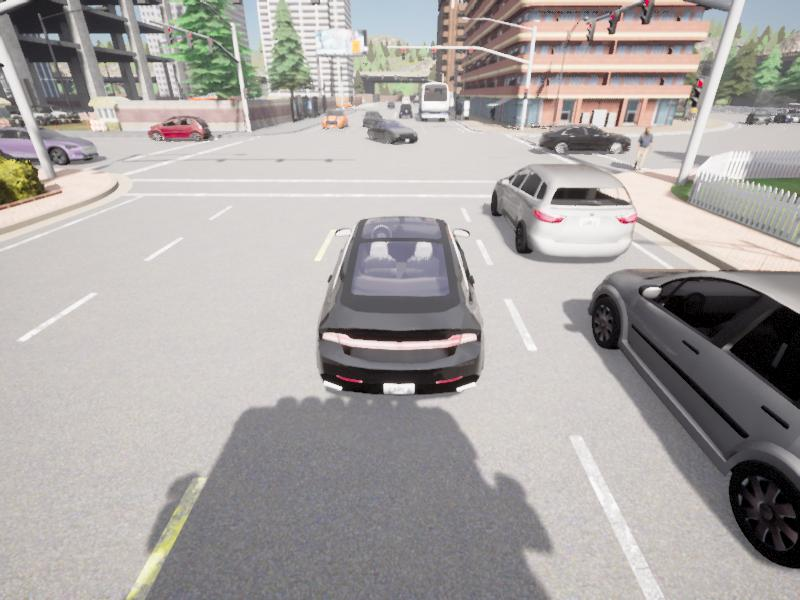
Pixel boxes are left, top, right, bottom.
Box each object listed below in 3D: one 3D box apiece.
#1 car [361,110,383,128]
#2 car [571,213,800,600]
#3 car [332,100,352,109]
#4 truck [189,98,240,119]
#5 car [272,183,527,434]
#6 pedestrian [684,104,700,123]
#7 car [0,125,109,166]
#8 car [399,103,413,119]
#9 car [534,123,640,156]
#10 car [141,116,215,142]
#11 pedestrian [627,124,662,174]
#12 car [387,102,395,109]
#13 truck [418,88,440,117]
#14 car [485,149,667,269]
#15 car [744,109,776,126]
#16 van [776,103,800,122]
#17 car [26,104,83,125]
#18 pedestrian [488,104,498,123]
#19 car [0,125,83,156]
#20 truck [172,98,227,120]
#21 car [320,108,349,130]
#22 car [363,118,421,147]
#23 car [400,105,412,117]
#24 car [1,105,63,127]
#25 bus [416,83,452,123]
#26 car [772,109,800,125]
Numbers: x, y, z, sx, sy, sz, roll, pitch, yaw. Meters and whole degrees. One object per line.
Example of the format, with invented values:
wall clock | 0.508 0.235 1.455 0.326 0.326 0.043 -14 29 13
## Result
car | -2.899 -19.117 42.196 1.837 1.490 4.892 0 27 1
car | 3.498 0.480 3.922 1.851 1.617 3.988 0 27 1
car | -14.006 -47.306 96.754 4.553 1.767 2.097 1 27 1
truck | -25.008 -25.988 54.157 5.204 2.467 2.615 0 27 1
car | 0.026 -0.459 5.856 2.128 1.511 4.902 0 27 1
pedestrian | 32.646 -20.876 44.710 0.751 1.860 0.751 -20 33 -34
car | -17.318 -7.423 19.164 4.856 1.649 2.033 0 27 0
car | 0.822 -26.485 56.104 1.905 1.878 3.866 0 27 1
car | 10.365 -9.063 22.518 4.892 1.490 1.837 2 28 5
car | -15.724 -12.219 28.526 3.988 1.617 1.851 -1 27 -2
pedestrian | 10.201 -6.345 16.758 0.751 1.860 0.751 9 29 18
car | -2.079 -45.847 94.224 1.837 1.490 4.892 0 27 1
truck | 4.448 -31.309 63.372 2.891 3.827 8.468 0 27 1
car | 3.609 -2.405 9.468 2.242 1.667 4.611 1 27 1
car | 38.956 -19.820 43.382 1.789 1.549 3.705 15 31 27
van | 50.013 -23.585 50.230 1.775 1.987 4.442 6 28 12
car | -36.817 -19.840 42.759 3.866 1.878 1.905 0 27 1
pedestrian | 10.477 -21.001 45.076 0.751 1.860 0.751 -2 27 -3
car | -21.353 -8.933 22.361 5.357 1.411 2.033 0 27 0
truck | -25.062 -24.018 50.323 5.204 2.467 2.615 0 27 1
car | -6.439 -18.046 39.786 2.097 1.767 4.553 0 27 1
car | -0.677 -11.925 28.262 2.033 1.411 5.357 -13 30 -23
car | 0.933 -29.979 63.289 1.801 1.575 5.366 0 27 1
car | -36.854 -18.497 40.143 3.866 1.878 1.905 0 27 1
bus | 4.143 -25.686 51.971 3.944 4.253 10.273 0 27 1
car | 44.269 -20.766 45.336 1.970 1.475 3.806 12 30 23
